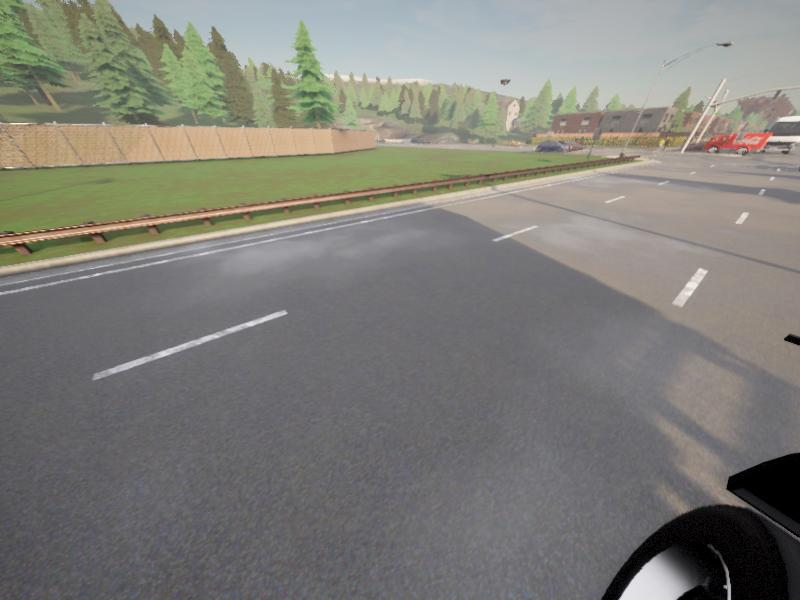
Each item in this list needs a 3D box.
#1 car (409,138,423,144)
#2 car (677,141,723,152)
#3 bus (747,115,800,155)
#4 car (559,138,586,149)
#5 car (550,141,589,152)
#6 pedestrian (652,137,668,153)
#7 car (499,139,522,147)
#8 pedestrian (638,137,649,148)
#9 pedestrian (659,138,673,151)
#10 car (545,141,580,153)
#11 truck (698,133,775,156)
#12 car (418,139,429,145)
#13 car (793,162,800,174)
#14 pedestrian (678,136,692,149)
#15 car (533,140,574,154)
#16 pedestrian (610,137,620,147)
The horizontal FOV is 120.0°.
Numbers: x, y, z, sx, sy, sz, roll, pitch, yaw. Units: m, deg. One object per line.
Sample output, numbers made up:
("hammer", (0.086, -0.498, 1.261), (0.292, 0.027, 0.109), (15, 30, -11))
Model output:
("car", (6.156, -61.847, 89.708), (2.150, 2.045, 5.566), (-20, 40, -26))
("car", (50.286, -25.825, 38.860), (4.181, 1.385, 1.994), (10, 37, 15))
("bus", (55.464, -23.615, 33.183), (10.273, 4.253, 3.944), (-22, 41, -28))
("car", (37.047, -33.712, 49.699), (3.866, 1.878, 1.905), (29, 45, 35))
("car", (29.491, -26.752, 40.262), (2.163, 1.488, 4.792), (-22, 40, -27))
("pedestrian", (37.716, -22.488, 33.512), (0.751, 1.860, 0.751), (-28, 44, -33))
("car", (29.388, -41.721, 61.384), (1.801, 1.575, 5.366), (-18, 39, -23))
("pedestrian", (51.209, -33.151, 48.499), (0.751, 1.860, 0.751), (-22, 41, -28))
("pedestrian", (45.607, -26.637, 39.584), (0.751, 1.860, 0.751), (-29, 44, -34))
("car", (26.862, -25.431, 38.305), (1.851, 1.617, 3.988), (-22, 40, -27))
("truck", (45.999, -21.490, 31.802), (2.627, 2.467, 5.204), (-22, 40, -27))
("car", (8.358, -56.171, 82.135), (1.970, 1.475, 3.806), (-22, 40, -27))
("car", (30.411, -9.884, 16.330), (4.902, 1.511, 2.128), (-22, 41, -28))
("pedestrian", (51.809, -28.603, 41.997), (0.751, 1.860, 0.751), (-26, 42, -31))
("car", (24.123, -24.235, 36.470), (2.097, 1.767, 4.553), (-22, 41, -27))
("pedestrian", (48.462, -35.685, 52.114), (0.751, 1.860, 0.751), (-22, 41, -28))
